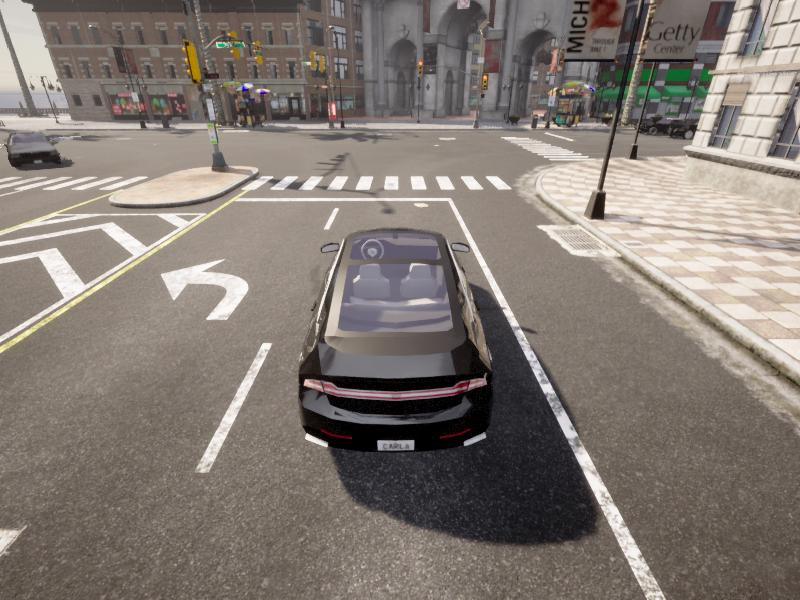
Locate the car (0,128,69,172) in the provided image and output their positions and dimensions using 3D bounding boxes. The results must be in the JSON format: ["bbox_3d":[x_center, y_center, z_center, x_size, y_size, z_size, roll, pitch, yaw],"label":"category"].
[{"bbox_3d":[-18.173,-7.538,19.778,2.033,1.411,5.357,-22,34,-36],"label":"car"}]

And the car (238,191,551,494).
[{"bbox_3d":[-0.058,-0.145,5.248,2.128,1.511,4.902,0,27,-1],"label":"car"}]

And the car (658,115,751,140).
[{"bbox_3d":[23.097,-13.189,30.510,5.238,1.638,1.930,0,27,0],"label":"car"}]

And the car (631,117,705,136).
[{"bbox_3d":[22.491,-14.635,33.706,4.718,1.301,1.895,0,27,1],"label":"car"}]
